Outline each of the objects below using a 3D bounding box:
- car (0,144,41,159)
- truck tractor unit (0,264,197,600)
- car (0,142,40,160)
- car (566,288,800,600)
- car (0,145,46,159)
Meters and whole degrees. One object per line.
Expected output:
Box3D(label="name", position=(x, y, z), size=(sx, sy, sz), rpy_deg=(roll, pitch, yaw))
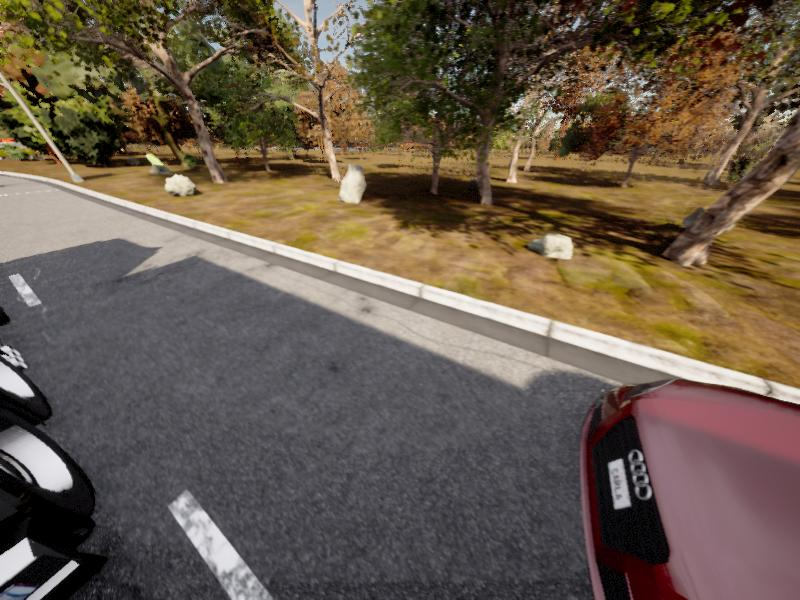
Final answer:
Box3D(label="car", position=(-55.606, -21.000, 32.638), size=(2.185, 1.767, 4.553), rpy_deg=(9, 35, 14))
Box3D(label="truck tractor unit", position=(-5.110, -0.301, 0.783), size=(6.516, 4.208, 3.053), rpy_deg=(18, 39, 24))
Box3D(label="car", position=(-53.226, -20.052, 31.085), size=(1.878, 1.987, 4.442), rpy_deg=(10, 35, 13))
Box3D(label="car", position=(3.101, 1.565, 0.527), size=(4.181, 1.385, 1.994), rpy_deg=(18, 39, 24))
Box3D(label="car", position=(-57.931, -22.011, 34.322), size=(1.946, 1.575, 5.366), rpy_deg=(9, 36, 14))
